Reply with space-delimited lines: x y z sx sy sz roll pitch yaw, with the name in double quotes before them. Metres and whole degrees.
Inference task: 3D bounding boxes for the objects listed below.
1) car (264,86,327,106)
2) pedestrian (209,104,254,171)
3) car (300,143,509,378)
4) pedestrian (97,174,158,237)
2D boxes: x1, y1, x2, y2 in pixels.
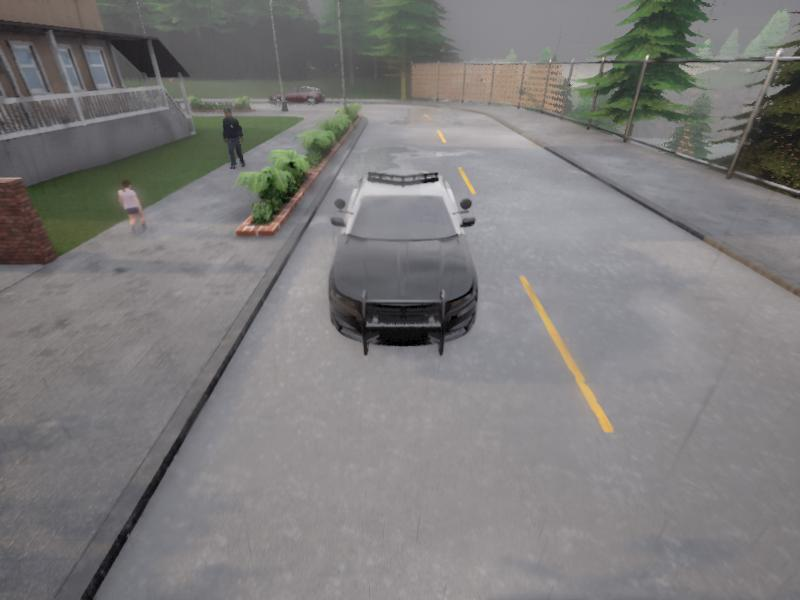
"car" -9.009 -17.857 34.989 4.792 1.488 2.163 1 30 2
"pedestrian" -5.242 -5.074 12.546 0.751 1.860 0.751 0 30 0
"car" 0.046 -1.170 6.356 1.930 1.638 5.238 0 31 0
"pedestrian" -5.261 -1.838 7.777 0.500 1.100 0.500 0 30 0
